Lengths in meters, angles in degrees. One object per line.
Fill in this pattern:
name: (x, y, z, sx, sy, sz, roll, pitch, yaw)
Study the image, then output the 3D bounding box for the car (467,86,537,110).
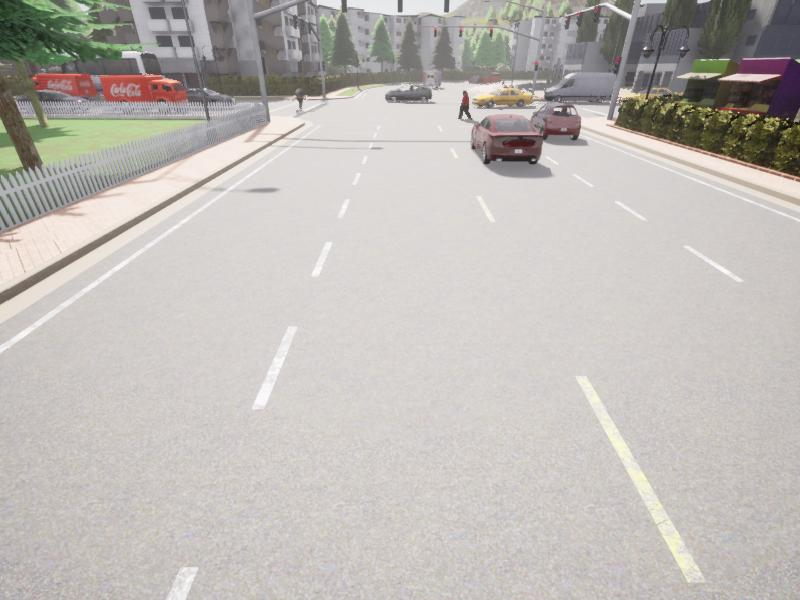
car: (8.505, -16.925, 33.439, 5.366, 1.575, 1.801, -10, 32, -17)

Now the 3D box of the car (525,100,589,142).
car: (7.585, -8.885, 19.718, 1.845, 1.501, 3.633, 2, 30, 3)

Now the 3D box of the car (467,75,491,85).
car: (16.101, -44.580, 81.041, 2.152, 1.651, 5.027, 27, 39, 37)

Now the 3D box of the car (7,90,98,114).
car: (-25.926, -14.863, 29.992, 4.892, 1.490, 1.837, 1, 30, 2)

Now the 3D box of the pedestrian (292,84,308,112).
pedestrian: (-7.584, -15.333, 30.383, 0.751, 1.860, 0.751, 3, 30, 4)

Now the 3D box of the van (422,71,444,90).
van: (5.266, -34.748, 63.112, 2.351, 2.431, 6.366, 6, 31, 11)

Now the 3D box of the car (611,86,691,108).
car: (21.556, -17.579, 34.559, 5.366, 1.575, 1.801, 1, 30, 2)

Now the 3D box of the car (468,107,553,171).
car: (3.930, -6.271, 15.234, 1.882, 1.535, 5.008, 0, 30, 0)

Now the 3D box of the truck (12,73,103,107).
truck: (-30.609, -18.894, 35.942, 5.204, 2.467, 2.627, 1, 30, 1)

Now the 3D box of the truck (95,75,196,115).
truck: (-18.573, -15.153, 29.520, 5.204, 2.467, 2.627, 1, 30, 2)

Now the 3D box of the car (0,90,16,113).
car: (-32.482, -14.981, 30.194, 4.892, 1.490, 1.837, 1, 30, 2)

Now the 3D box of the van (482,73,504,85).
van: (18.302, -43.460, 78.479, 1.775, 1.987, 4.442, 27, 39, 37)

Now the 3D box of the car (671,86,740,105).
car: (28.500, -19.164, 37.409, 4.674, 1.442, 1.812, 1, 30, 2)

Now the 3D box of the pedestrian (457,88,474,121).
pedestrian: (4.107, -12.301, 25.194, 0.751, 1.860, 0.751, 0, 30, 0)

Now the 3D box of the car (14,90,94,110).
car: (-28.534, -16.591, 33.147, 4.718, 1.301, 1.895, 1, 30, 2)

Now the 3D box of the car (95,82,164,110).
car: (-22.062, -16.730, 32.795, 3.866, 1.878, 1.905, 1, 30, 2)

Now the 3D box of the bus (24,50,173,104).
bus: (-28.402, -21.336, 38.342, 10.273, 4.253, 3.944, 1, 30, 2)

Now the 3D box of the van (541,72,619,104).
van: (16.783, -19.941, 37.652, 5.915, 2.561, 1.988, 2, 30, 4)

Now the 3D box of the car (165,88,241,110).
car: (-15.991, -16.458, 32.707, 4.902, 1.511, 2.128, 1, 30, 2)

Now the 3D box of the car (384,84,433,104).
car: (0.850, -19.693, 38.232, 4.514, 1.525, 2.007, 1, 30, 2)
